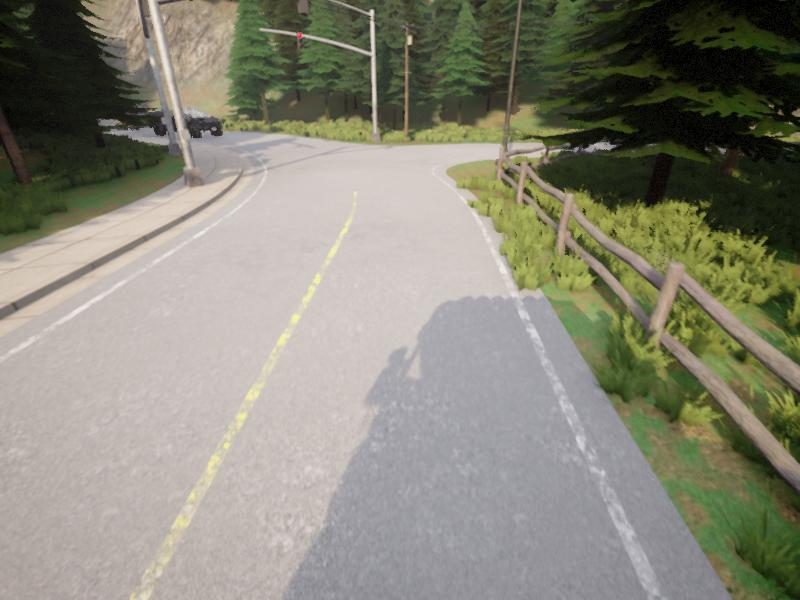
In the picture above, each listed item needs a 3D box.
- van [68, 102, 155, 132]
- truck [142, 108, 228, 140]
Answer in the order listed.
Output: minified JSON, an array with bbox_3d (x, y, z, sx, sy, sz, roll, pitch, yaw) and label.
[{"bbox_3d":[-27.363,-17.446,38.082,6.366,2.431,2.351,4,27,8],"label":"van"},{"bbox_3d":[-17.163,-14.132,31.957,6.274,2.098,2.390,13,30,24],"label":"truck"}]
